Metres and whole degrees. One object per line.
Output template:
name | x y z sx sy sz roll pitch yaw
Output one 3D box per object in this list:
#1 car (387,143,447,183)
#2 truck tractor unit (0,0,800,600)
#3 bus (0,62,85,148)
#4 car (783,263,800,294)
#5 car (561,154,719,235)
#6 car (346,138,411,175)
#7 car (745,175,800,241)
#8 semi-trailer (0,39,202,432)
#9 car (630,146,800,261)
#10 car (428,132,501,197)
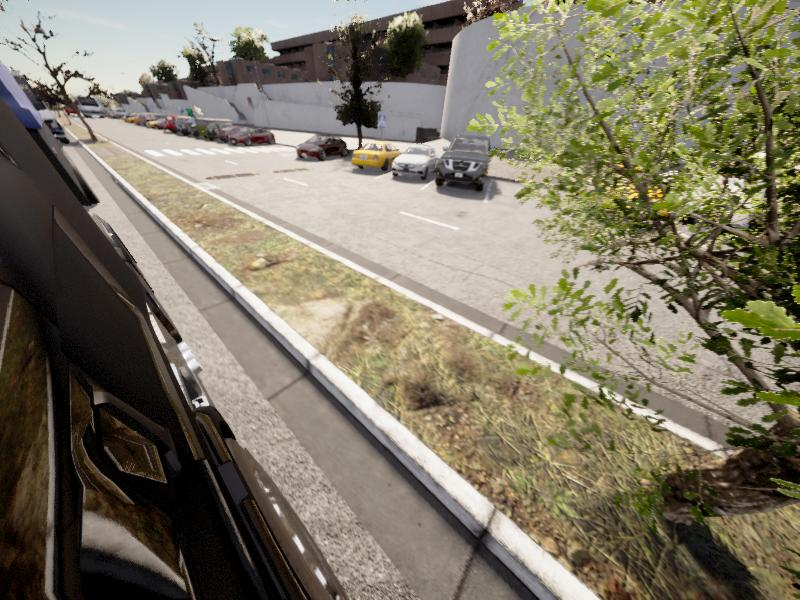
car | 1.111 -7.979 13.181 2.002 1.452 4.674 15 38 14
truck tractor unit | -2.645 -0.295 0.351 6.516 4.208 3.053 28 44 30
bus | -28.651 -14.434 17.261 10.273 4.253 3.944 28 44 29
car | 9.265 0.324 2.552 4.892 1.490 1.837 28 43 30
car | 7.940 -4.217 8.537 1.946 1.575 5.366 14 38 14
car | -1.131 -9.352 14.782 1.946 1.575 5.366 14 38 15
car | 12.601 -1.865 5.723 2.163 1.488 4.792 14 37 15
semi-trailer | -8.722 -3.600 4.186 14.254 4.402 2.717 28 44 29
car | 10.318 -3.309 7.056 2.435 2.045 5.566 14 37 15
car | 3.415 -6.955 11.494 2.435 2.045 5.566 15 38 14
